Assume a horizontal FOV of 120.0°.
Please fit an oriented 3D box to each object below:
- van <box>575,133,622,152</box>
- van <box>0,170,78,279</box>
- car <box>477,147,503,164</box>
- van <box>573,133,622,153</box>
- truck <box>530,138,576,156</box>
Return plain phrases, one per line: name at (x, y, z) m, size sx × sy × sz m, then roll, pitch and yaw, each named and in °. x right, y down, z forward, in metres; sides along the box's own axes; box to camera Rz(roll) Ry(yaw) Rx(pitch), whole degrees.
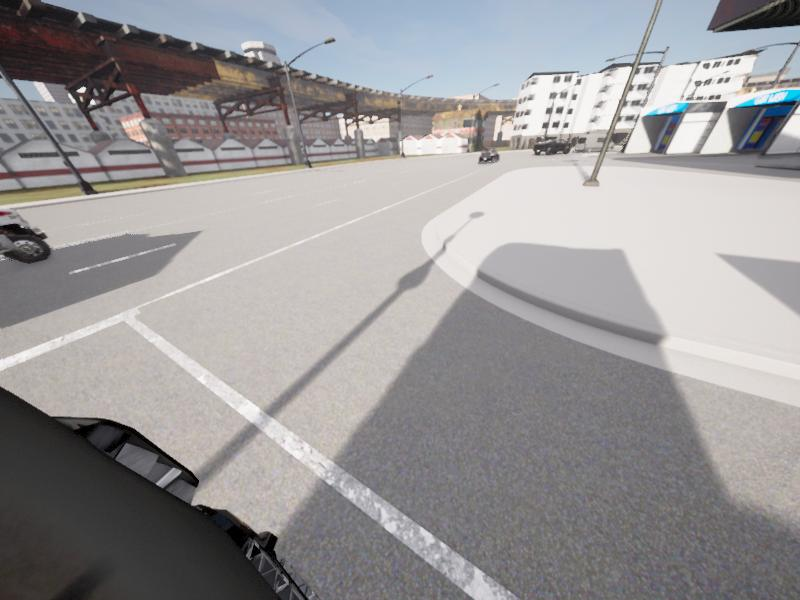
van at (35.175, -27.973, 41.047) m, size 5.915 × 2.561 × 1.988 m, roll -3°, pitch 34°, yaw -3°
van at (-9.665, -0.592, 3.393) m, size 2.351 × 2.431 × 6.366 m, roll -20°, pitch 36°, yaw -12°
car at (11.139, -17.830, 28.497) m, size 1.845 × 1.501 × 3.633 m, roll 20°, pitch 40°, yaw 30°
van at (32.254, -25.758, 37.944) m, size 5.915 × 2.561 × 1.988 m, roll -7°, pitch 34°, yaw -7°
truck at (24.142, -24.159, 36.535) m, size 6.274 × 2.098 × 2.390 m, roll -17°, pitch 36°, yaw -20°
